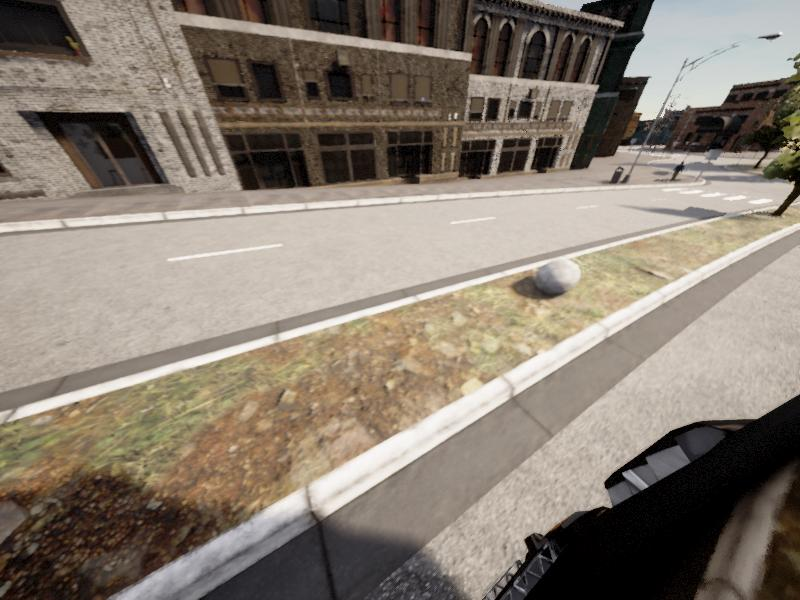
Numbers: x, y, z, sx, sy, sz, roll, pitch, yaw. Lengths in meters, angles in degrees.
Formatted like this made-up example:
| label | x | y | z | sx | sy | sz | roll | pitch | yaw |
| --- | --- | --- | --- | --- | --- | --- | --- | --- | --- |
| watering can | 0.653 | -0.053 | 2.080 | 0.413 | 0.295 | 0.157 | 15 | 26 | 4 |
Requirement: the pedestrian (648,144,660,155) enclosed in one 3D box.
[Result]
| label | x | y | z | sx | sy | sz | roll | pitch | yaw |
| --- | --- | --- | --- | --- | --- | --- | --- | --- | --- |
| pedestrian | 52.976 | -31.380 | 48.193 | 0.751 | 1.860 | 0.751 | 3 | 36 | 6 |

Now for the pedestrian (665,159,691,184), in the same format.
| label | x | y | z | sx | sy | sz | roll | pitch | yaw |
| --- | --- | --- | --- | --- | --- | --- | --- | --- | --- |
| pedestrian | 25.331 | -11.733 | 21.075 | 0.751 | 1.860 | 0.751 | -29 | 44 | -32 |
